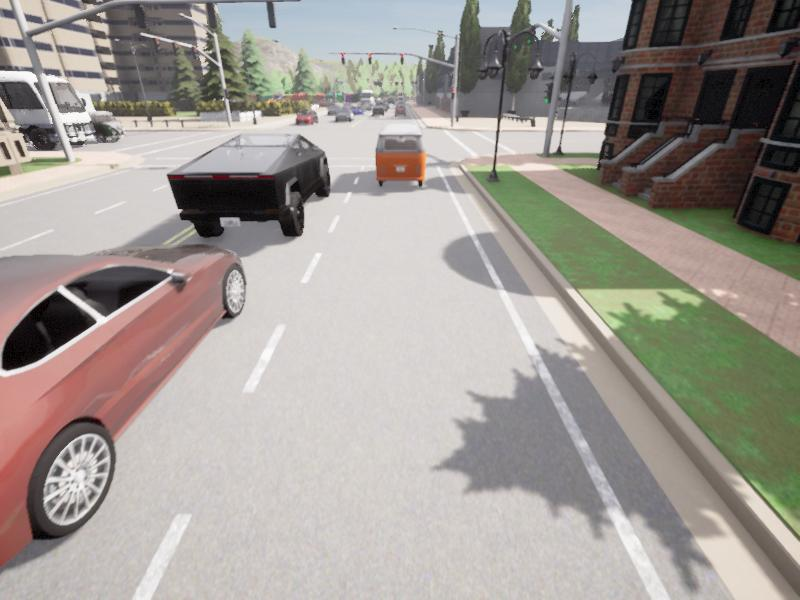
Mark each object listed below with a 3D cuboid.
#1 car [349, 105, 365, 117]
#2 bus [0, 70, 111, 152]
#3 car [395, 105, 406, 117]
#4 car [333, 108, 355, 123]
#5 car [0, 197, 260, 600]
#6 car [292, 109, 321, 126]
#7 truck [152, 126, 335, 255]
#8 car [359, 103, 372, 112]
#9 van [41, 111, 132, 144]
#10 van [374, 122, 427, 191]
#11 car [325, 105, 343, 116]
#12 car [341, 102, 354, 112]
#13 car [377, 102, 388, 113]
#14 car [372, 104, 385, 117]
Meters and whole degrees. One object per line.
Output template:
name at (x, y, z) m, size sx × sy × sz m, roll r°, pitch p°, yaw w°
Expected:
car at (-6.912, -30.576, 64.605) m, size 2.007 × 1.525 × 4.514 m, roll 0°, pitch 27°, yaw 0°
bus at (-24.758, -11.527, 24.455) m, size 10.273 × 4.253 × 3.944 m, roll 0°, pitch 27°, yaw 0°
car at (0.086, -29.789, 62.937) m, size 1.789 × 1.549 × 3.705 m, roll 0°, pitch 27°, yaw 0°
car at (-6.932, -23.087, 49.932) m, size 2.038 × 1.542 × 4.974 m, roll 0°, pitch 27°, yaw 0°
car at (-3.491, 0.307, 4.254) m, size 2.152 × 1.651 × 5.027 m, roll 0°, pitch 27°, yaw 0°
car at (-10.501, -20.724, 45.337) m, size 2.007 × 1.525 × 4.514 m, roll 1°, pitch 27°, yaw 2°
truck at (-3.483, -3.325, 10.809) m, size 2.390 × 2.098 × 6.274 m, roll 0°, pitch 27°, yaw 0°
car at (-6.891, -38.696, 80.433) m, size 2.128 × 1.511 × 4.902 m, roll 0°, pitch 27°, yaw 0°
van at (-21.788, -12.064, 27.977) m, size 4.442 × 1.987 × 1.775 m, roll 0°, pitch 27°, yaw -1°
van at (0.031, -5.720, 15.593) m, size 1.775 × 1.987 × 4.442 m, roll 0°, pitch 27°, yaw 0°
car at (-10.414, -30.292, 63.905) m, size 2.038 × 1.542 × 4.974 m, roll 0°, pitch 27°, yaw 0°
car at (-10.393, -38.299, 79.442) m, size 2.033 × 1.649 × 4.856 m, roll 0°, pitch 27°, yaw 0°
car at (-3.395, -37.441, 77.762) m, size 2.033 × 1.649 × 4.856 m, roll 0°, pitch 27°, yaw 0°
car at (-3.413, -30.493, 64.235) m, size 1.930 × 1.638 × 5.238 m, roll 0°, pitch 27°, yaw 0°
